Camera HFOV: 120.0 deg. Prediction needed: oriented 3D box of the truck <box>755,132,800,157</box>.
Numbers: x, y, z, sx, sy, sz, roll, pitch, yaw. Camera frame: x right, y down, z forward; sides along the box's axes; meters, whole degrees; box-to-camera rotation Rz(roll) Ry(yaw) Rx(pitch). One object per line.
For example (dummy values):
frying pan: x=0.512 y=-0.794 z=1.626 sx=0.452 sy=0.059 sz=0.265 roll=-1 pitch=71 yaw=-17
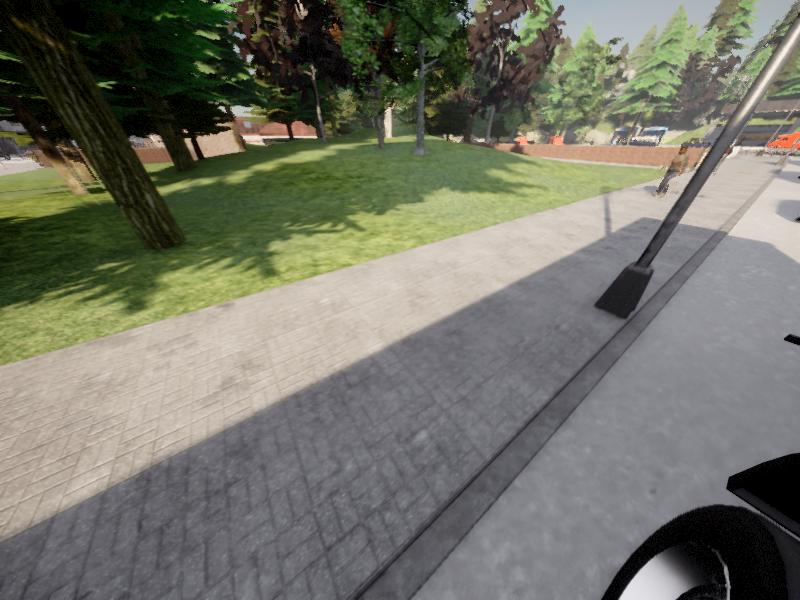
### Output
truck: x=50.312 y=-19.536 z=29.013 sx=2.627 sy=2.467 sz=5.204 roll=0 pitch=35 yaw=-2

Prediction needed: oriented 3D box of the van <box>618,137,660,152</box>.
van: x=42.409 y=-27.757 z=41.110 sx=2.069 sy=2.038 sz=4.480 roll=-21 pitch=40 yaw=-27

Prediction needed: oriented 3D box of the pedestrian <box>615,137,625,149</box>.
pedestrian: x=44.877 y=-32.011 z=47.088 sx=0.751 sy=1.860 sz=0.751 roll=-29 pitch=44 yaw=-34

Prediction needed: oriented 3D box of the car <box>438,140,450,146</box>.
car: x=14.187 y=-50.938 z=75.022 sx=1.789 sy=1.549 sz=3.705 roll=-22 pitch=40 yaw=-27

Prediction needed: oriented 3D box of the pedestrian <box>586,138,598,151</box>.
pedestrian: x=32.743 y=-26.539 z=39.404 sx=0.751 sy=1.860 sz=0.751 roll=-22 pitch=41 yaw=-28

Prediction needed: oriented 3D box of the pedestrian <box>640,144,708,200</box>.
pedestrian: x=10.722 y=-5.044 z=9.126 sx=0.751 sy=1.860 sz=0.751 roll=-9 pitch=36 yaw=-12

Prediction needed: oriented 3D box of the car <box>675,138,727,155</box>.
car: x=43.744 y=-22.417 z=33.659 sx=1.905 sy=1.878 sz=3.866 roll=-19 pitch=39 yaw=-25

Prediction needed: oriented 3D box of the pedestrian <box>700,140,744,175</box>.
pedestrian: x=20.656 y=-9.160 z=14.873 sx=0.751 sy=1.860 sz=0.751 roll=23 pitch=41 yaw=29

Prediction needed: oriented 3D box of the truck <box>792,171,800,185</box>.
truck: x=24.412 y=-7.577 z=12.290 sx=5.204 sy=2.467 sz=2.627 roll=-22 pitch=40 yaw=-27

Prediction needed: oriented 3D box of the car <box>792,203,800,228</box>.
car: x=14.044 y=-2.980 z=6.820 sx=4.181 sy=1.385 sz=1.994 roll=-22 pitch=40 yaw=-27
